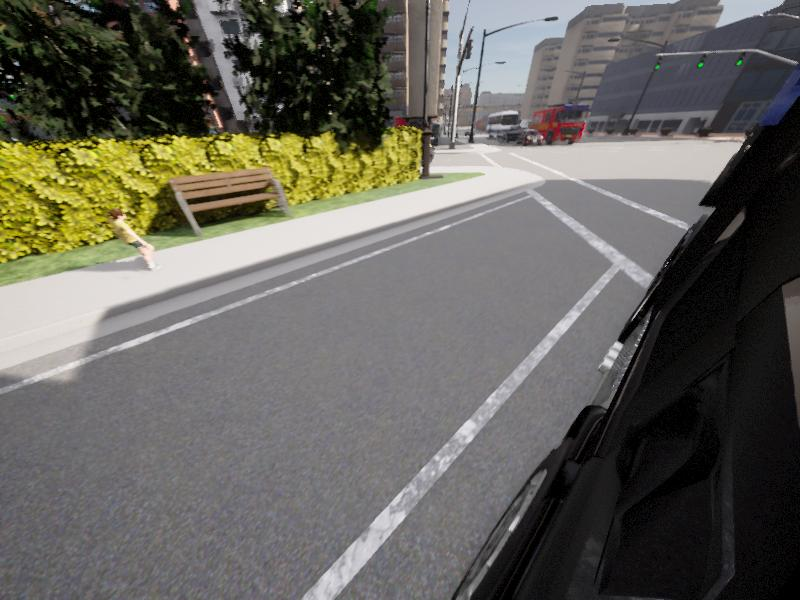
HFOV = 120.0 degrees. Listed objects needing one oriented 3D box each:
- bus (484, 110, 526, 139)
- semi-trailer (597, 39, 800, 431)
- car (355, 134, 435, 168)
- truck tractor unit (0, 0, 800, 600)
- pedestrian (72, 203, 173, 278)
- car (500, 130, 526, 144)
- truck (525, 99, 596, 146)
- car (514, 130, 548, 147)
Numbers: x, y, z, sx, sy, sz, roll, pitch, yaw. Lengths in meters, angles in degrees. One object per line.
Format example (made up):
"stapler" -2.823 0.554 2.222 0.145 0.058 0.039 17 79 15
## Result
"bus" 20.775 -35.535 46.979 3.944 4.253 10.273 0 36 2
"semi-trailer" 8.743 -3.552 4.216 14.254 4.402 2.717 -27 44 -30
"car" -0.194 -10.176 15.767 5.027 1.651 2.152 2 37 6
"truck tractor unit" 2.645 -0.295 0.351 6.516 4.208 3.053 -28 44 -30
"pedestrian" -4.671 -1.009 3.966 0.500 1.100 0.500 13 40 19
"car" 15.607 -22.774 32.222 1.994 1.385 4.181 2 36 6
"truck" 18.601 -21.087 27.726 2.891 3.827 8.468 2 37 5
"car" 14.921 -18.673 26.597 1.970 1.475 3.806 2 37 5
